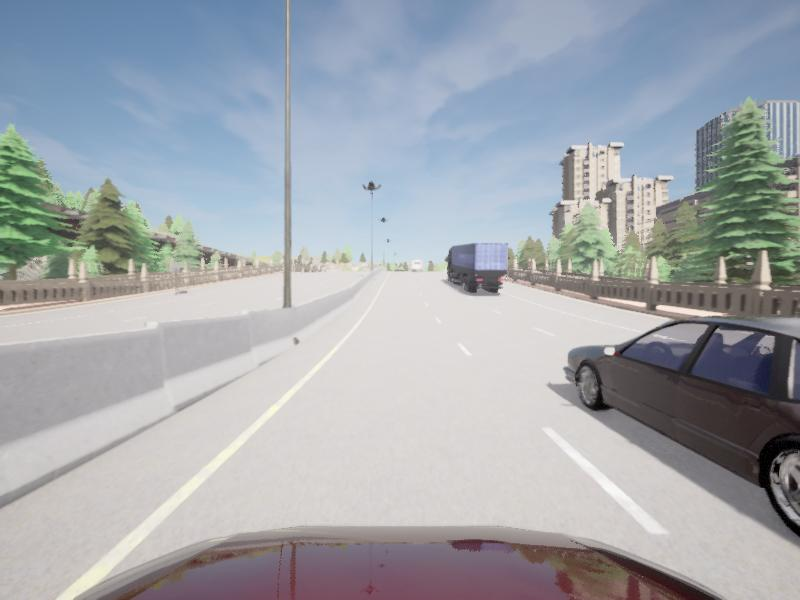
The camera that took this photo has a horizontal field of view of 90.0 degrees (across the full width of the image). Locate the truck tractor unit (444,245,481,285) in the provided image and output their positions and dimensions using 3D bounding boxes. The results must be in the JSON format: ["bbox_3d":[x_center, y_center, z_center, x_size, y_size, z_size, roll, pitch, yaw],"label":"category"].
[{"bbox_3d":[6.954,-4.069,45.515,3.053,4.208,6.516,0,7,0],"label":"truck tractor unit"}]

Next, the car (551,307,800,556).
[{"bbox_3d":[3.504,0.862,3.897,2.033,1.411,5.357,0,1,0],"label":"car"}]

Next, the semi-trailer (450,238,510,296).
[{"bbox_3d":[6.967,-3.280,37.642,2.717,4.402,14.254,0,6,0],"label":"semi-trailer"}]
